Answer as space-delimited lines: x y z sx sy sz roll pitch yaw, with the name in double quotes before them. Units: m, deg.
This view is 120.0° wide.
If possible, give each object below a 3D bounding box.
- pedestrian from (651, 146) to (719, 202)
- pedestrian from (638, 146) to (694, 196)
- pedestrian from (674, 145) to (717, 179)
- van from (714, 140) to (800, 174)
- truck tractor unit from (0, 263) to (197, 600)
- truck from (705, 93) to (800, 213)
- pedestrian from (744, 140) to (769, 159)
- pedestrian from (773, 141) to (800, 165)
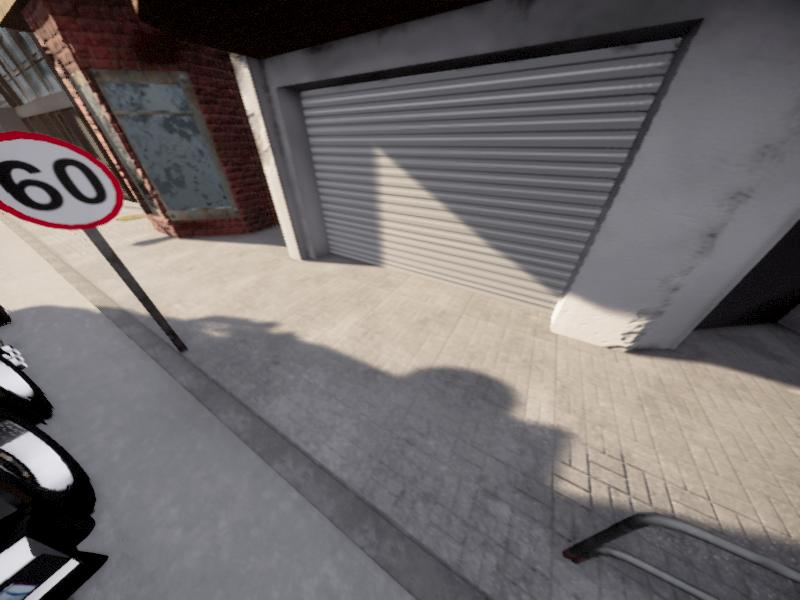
"pedestrian" 11.248 -5.010 9.230 0.751 1.860 0.751 13 37 19
"pedestrian" 11.612 -5.680 10.191 0.751 1.860 0.751 17 38 23
"pedestrian" 19.471 -9.135 15.274 0.751 1.860 0.751 -5 35 -6
"van" 28.523 -11.582 18.582 2.069 2.038 4.480 18 39 25
"truck tractor unit" -5.115 -0.294 0.782 6.516 4.208 3.053 18 39 24
"truck" 17.790 -6.246 9.459 2.891 3.827 8.468 18 39 24
"pedestrian" 41.708 -17.607 27.043 0.751 1.860 0.751 -21 40 -27
"pedestrian" 36.053 -13.576 21.306 0.751 1.860 0.751 19 39 26
